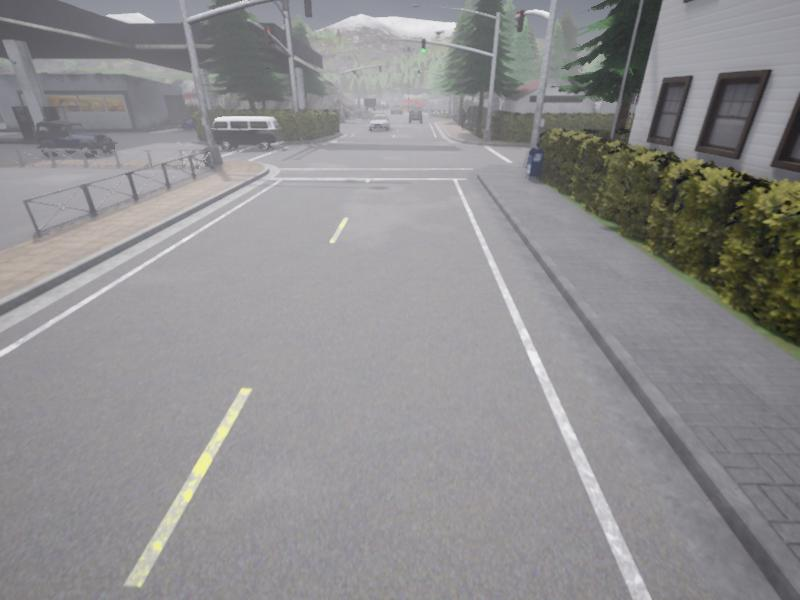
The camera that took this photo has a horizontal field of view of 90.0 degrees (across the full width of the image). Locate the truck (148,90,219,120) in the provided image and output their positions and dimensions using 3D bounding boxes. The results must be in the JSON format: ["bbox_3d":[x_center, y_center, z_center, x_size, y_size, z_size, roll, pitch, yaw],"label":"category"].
[{"bbox_3d":[-32.334,-29.265,60.038,8.468,3.827,2.891,1,27,2],"label":"truck"}]

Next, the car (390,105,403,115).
[{"bbox_3d":[-0.567,-34.518,72.495,2.038,1.542,4.974,1,27,2],"label":"car"}]

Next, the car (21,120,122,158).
[{"bbox_3d":[-19.077,-9.442,23.431,3.866,1.878,1.905,1,27,2],"label":"car"}]

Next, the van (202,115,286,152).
[{"bbox_3d":[-10.065,-10.939,26.229,4.480,2.038,2.069,0,28,-1],"label":"van"}]

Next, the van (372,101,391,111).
[{"bbox_3d":[-4.396,-46.327,95.507,4.442,1.987,1.775,1,27,2],"label":"van"}]

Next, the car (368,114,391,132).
[{"bbox_3d":[-2.003,-17.746,39.993,1.812,1.442,4.674,0,27,2],"label":"car"}]

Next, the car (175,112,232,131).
[{"bbox_3d":[-20.577,-18.760,42.038,4.611,1.667,2.242,1,27,2],"label":"car"}]

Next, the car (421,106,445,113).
[{"bbox_3d":[7.113,-40.878,85.642,4.718,1.301,1.895,-14,30,-26],"label":"car"}]

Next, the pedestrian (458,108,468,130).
[{"bbox_3d":[5.861,-16.892,37.293,0.751,1.860,0.751,8,28,15],"label":"pedestrian"}]

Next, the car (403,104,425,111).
[{"bbox_3d":[3.154,-44.374,92.203,5.008,1.535,1.882,1,27,2],"label":"car"}]

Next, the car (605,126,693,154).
[{"bbox_3d":[15.660,-10.150,25.366,4.193,1.474,1.816,1,27,2],"label":"car"}]

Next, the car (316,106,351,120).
[{"bbox_3d":[-9.848,-27.812,59.491,4.553,1.767,2.097,3,27,5],"label":"car"}]

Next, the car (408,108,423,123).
[{"bbox_3d":[1.993,-23.414,50.782,1.789,1.549,3.705,1,27,2],"label":"car"}]

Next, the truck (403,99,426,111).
[{"bbox_3d":[3.416,-46.380,95.099,5.204,2.467,2.627,1,27,2],"label":"truck"}]
